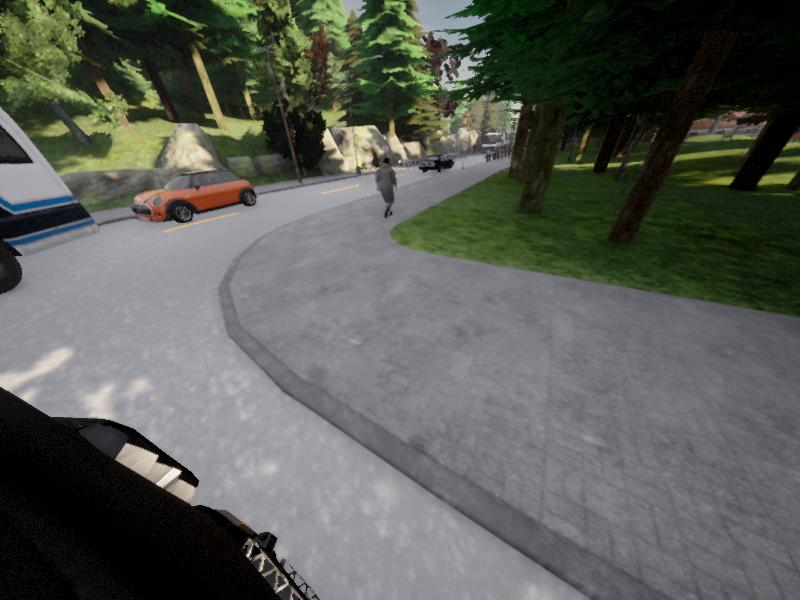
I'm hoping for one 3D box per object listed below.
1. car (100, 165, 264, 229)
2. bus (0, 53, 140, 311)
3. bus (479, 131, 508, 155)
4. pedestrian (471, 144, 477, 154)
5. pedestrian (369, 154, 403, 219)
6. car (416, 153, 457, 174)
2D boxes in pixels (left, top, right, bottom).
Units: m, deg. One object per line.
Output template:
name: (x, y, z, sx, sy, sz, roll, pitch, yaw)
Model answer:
car: (-8.988, -4.773, 10.230, 2.097, 1.767, 4.553, 11, 36, 20)
bus: (-9.036, -0.547, 1.648, 3.944, 4.253, 10.273, -11, 34, -11)
bus: (22.872, -38.045, 56.077, 3.944, 4.253, 10.273, 16, 38, 26)
pedestrian: (16.459, -33.474, 51.112, 0.751, 1.860, 0.751, -28, 41, -33)
pedestrian: (-0.429, -3.807, 7.819, 0.751, 1.860, 0.751, 13, 37, 22)
car: (3.666, -13.459, 22.703, 2.033, 1.411, 5.357, 16, 38, 26)
